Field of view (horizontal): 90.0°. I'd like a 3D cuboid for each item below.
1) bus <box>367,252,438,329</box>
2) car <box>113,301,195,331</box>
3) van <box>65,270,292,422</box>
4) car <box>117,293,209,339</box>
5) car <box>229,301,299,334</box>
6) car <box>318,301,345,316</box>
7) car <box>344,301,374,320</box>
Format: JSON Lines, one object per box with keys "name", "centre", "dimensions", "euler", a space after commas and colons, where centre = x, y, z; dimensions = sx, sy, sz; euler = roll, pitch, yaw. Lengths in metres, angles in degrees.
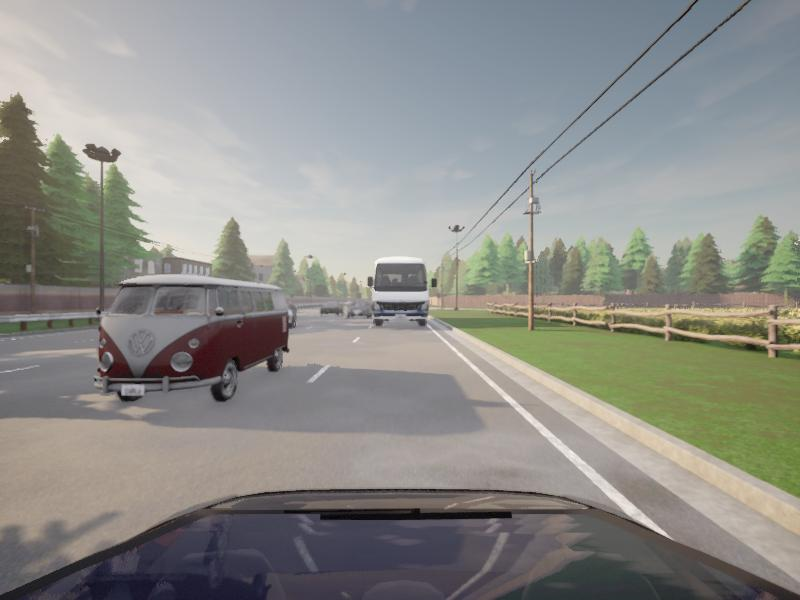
{"name": "bus", "centre": [0.132, -0.524, 27.275], "dimensions": [3.944, 4.253, 10.273], "euler": [0, 0, 0]}
{"name": "car", "centre": [-13.998, 0.837, 23.148], "dimensions": [2.007, 1.525, 4.514], "euler": [0, 0, 0]}
{"name": "van", "centre": [-3.500, 0.601, 7.459], "dimensions": [1.775, 1.987, 4.442], "euler": [0, 0, 0]}
{"name": "car", "centre": [-10.500, 0.653, 18.098], "dimensions": [1.905, 1.878, 3.866], "euler": [0, 0, 0]}
{"name": "car", "centre": [-7.001, 0.835, 21.217], "dimensions": [2.038, 1.542, 4.974], "euler": [0, 0, 0]}
{"name": "car", "centre": [-7.013, 0.837, 41.481], "dimensions": [1.882, 1.535, 5.008], "euler": [0, 0, 0]}
{"name": "car", "centre": [-3.502, 0.848, 35.146], "dimensions": [2.128, 1.511, 4.902], "euler": [0, 0, 0]}
